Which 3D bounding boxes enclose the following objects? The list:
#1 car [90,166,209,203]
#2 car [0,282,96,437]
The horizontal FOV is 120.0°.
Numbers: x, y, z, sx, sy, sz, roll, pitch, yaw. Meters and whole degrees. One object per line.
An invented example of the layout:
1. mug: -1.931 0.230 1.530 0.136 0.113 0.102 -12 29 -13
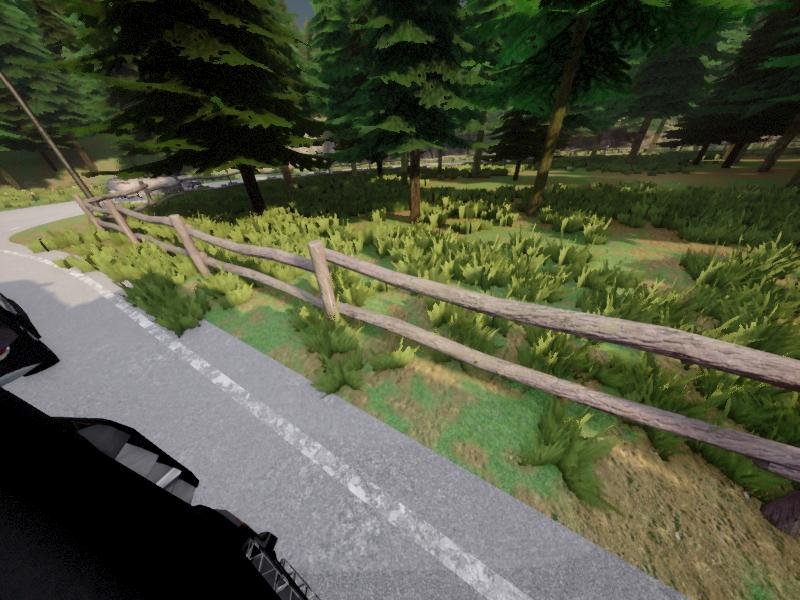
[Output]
1. car: -16.876 -8.146 16.086 2.152 1.651 5.027 8 35 17
2. car: -6.247 0.278 2.533 4.856 1.649 2.033 14 37 24
